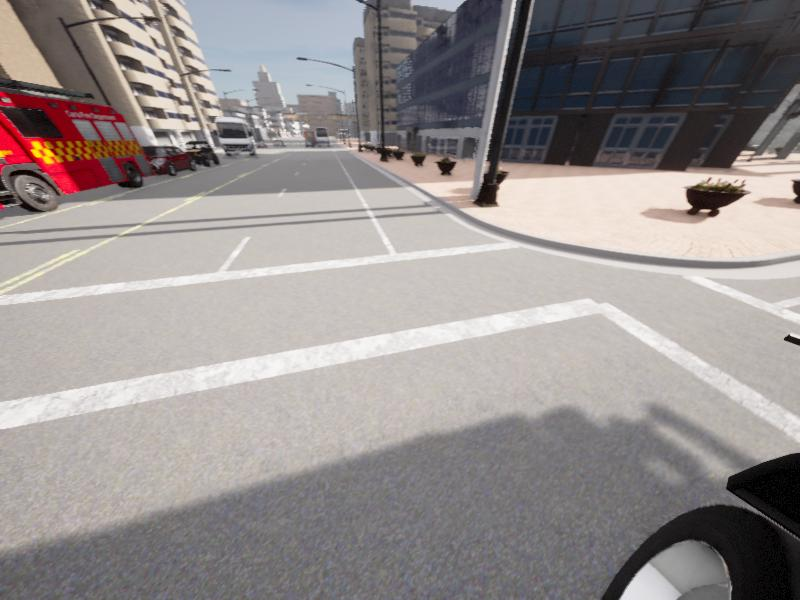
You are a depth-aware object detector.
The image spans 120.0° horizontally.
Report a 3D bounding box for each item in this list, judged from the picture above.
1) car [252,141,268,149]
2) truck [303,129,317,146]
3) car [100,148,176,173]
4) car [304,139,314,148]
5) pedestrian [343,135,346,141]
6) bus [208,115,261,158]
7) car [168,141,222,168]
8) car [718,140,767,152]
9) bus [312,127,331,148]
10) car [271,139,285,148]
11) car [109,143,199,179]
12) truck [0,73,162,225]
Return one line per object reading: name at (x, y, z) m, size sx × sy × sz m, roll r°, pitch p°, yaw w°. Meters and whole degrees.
car at (-32.133, -35.525, 53.044) m, size 1.994 × 1.385 × 4.181 m, roll -9°, pitch 36°, yaw -12°
truck at (-26.475, -48.089, 68.162) m, size 2.891 × 3.827 × 8.468 m, roll -9°, pitch 38°, yaw -12°
car at (-20.768, -11.306, 18.606) m, size 1.994 × 1.385 × 4.181 m, roll -7°, pitch 36°, yaw -10°
car at (-23.608, -40.753, 60.119) m, size 2.033 × 1.649 × 4.856 m, roll -9°, pitch 37°, yaw -12°
pedestrian at (-19.834, -58.195, 82.994) m, size 0.751 × 1.860 × 0.751 m, roll 3°, pitch 36°, yaw 4°
bus at (-22.642, -22.772, 32.462) m, size 3.944 × 4.253 × 10.273 m, roll -14°, pitch 37°, yaw -20°
car at (-18.067, -13.089, 20.697) m, size 1.905 × 1.878 × 3.866 m, roll -9°, pitch 36°, yaw -12°
car at (56.697, -25.610, 38.354) m, size 1.851 × 1.617 × 3.988 m, roll -4°, pitch 36°, yaw -5°
bus at (-21.159, -44.141, 62.556) m, size 3.944 × 4.253 × 10.273 m, roll -9°, pitch 37°, yaw -12°
car at (-31.341, -40.385, 59.573) m, size 2.242 × 1.667 × 4.611 m, roll -9°, pitch 36°, yaw -12°
car at (-16.470, -9.688, 15.933) m, size 2.097 × 1.767 × 4.553 m, roll -9°, pitch 36°, yaw -12°
truck at (-14.394, -5.977, 8.909) m, size 2.891 × 3.827 × 8.468 m, roll -9°, pitch 36°, yaw -12°
